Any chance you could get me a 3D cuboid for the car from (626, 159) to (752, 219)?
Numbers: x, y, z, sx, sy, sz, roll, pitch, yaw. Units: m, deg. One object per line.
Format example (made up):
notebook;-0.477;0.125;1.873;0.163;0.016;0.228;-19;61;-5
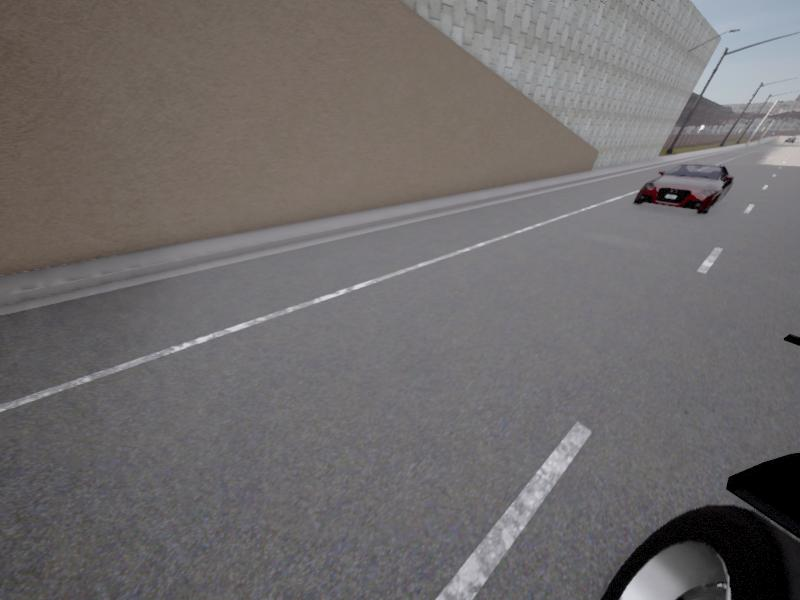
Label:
car;11.001;-4.385;8.812;4.181;1.385;1.994;-22;41;-28
